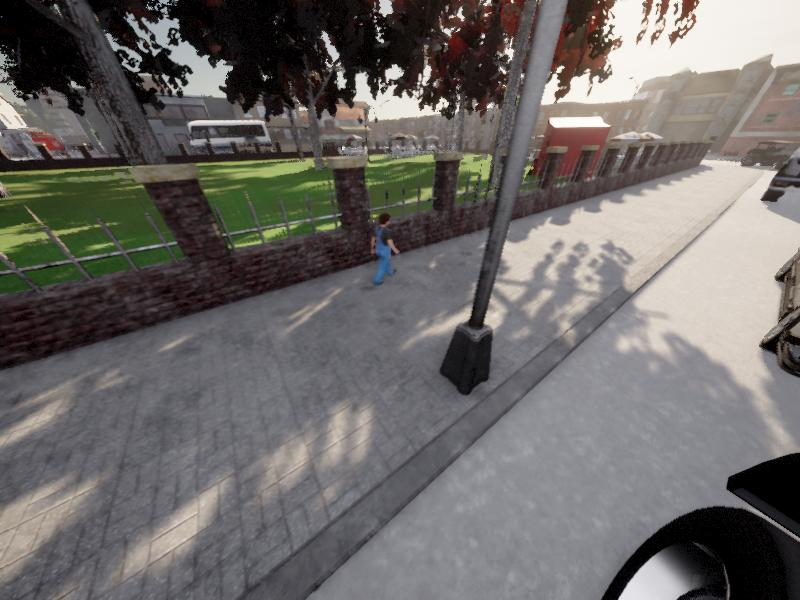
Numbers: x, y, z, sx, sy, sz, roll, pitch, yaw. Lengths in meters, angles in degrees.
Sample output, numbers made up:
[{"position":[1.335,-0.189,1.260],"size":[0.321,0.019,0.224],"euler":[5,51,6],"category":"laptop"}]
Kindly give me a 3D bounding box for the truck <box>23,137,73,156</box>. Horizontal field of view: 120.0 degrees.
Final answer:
[{"position":[-59.169,-25.985,39.063],"size":[2.627,2.467,5.204],"euler":[-23,42,-29],"category":"truck"}]

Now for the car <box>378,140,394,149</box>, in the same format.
[{"position":[-3.686,-41.908,62.190],"size":[2.097,1.767,4.553],"euler":[-22,41,-28],"category":"car"}]

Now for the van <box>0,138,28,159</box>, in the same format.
[{"position":[-59.352,-22.269,33.821],"size":[2.351,2.431,6.366],"euler":[-20,40,-26],"category":"van"}]

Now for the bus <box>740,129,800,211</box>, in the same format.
[{"position":[18.841,-6.224,8.910],"size":[10.273,4.253,3.944],"euler":[-21,40,-27],"category":"bus"}]

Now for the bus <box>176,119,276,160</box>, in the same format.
[{"position":[-24.514,-23.299,33.415],"size":[10.273,4.253,3.944],"euler":[-23,41,-26],"category":"bus"}]

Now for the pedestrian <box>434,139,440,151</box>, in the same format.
[{"position":[6.861,-28.587,42.540],"size":[0.751,1.860,0.751],"euler":[-7,36,-9],"category":"pedestrian"}]

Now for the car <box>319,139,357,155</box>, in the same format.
[{"position":[-10.171,-25.408,38.235],"size":[5.566,2.045,2.150],"euler":[-24,41,-30],"category":"car"}]

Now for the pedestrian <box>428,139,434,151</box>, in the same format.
[{"position":[5.645,-28.217,42.025],"size":[0.751,1.860,0.751],"euler":[-19,39,-24],"category":"pedestrian"}]

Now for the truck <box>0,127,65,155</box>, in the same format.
[{"position":[-67.115,-29.093,42.342],"size":[2.891,3.827,8.468],"euler":[-21,40,-26],"category":"truck"}]

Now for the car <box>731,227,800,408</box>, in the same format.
[{"position":[6.577,-0.109,2.808],"size":[5.357,1.411,2.033],"euler":[-22,41,-28],"category":"car"}]

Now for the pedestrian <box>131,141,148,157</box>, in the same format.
[{"position":[-36.089,-20.959,32.060],"size":[0.751,1.860,0.751],"euler":[-20,39,-25],"category":"pedestrian"}]

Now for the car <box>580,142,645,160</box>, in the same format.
[{"position":[25.473,-18.071,27.917],"size":[1.930,1.638,5.238],"euler":[-22,41,-28],"category":"car"}]

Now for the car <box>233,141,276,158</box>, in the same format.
[{"position":[-20.453,-21.256,32.571],"size":[4.605,1.855,1.932],"euler":[-23,41,-29],"category":"car"}]

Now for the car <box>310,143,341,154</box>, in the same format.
[{"position":[-13.162,-26.839,40.809],"size":[4.674,1.442,1.812],"euler":[-21,40,-27],"category":"car"}]

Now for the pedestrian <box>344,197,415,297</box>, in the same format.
[{"position":[-0.300,-0.878,3.802],"size":[0.751,1.300,0.751],"euler":[-27,43,-33],"category":"pedestrian"}]

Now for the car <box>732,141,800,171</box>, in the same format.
[{"position":[30.571,-11.619,18.519],"size":[1.905,1.878,3.866],"euler":[2,35,3],"category":"car"}]
